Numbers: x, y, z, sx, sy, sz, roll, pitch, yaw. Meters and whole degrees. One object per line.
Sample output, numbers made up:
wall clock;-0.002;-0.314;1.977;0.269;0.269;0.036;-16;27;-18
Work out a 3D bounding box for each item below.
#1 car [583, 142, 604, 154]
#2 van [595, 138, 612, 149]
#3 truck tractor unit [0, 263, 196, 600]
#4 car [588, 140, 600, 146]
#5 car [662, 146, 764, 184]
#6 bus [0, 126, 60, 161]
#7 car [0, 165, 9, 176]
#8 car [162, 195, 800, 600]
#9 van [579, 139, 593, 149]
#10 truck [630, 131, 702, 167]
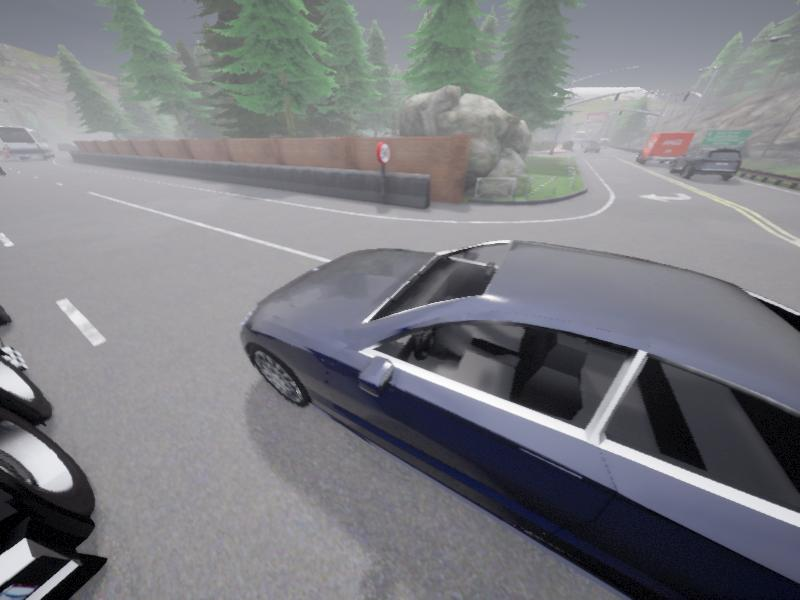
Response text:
car;32.640;-25.806;39.147;2.038;1.542;4.974;18;39;25
van;48.149;-37.163;54.838;2.069;2.038;4.480;18;39;25
truck tractor unit;-5.114;-0.294;0.793;6.516;4.208;3.053;18;39;24
car;59.837;-48.359;71.159;2.033;1.649;4.856;18;39;25
car;18.793;-8.509;14.286;2.033;1.649;4.856;19;39;25
bus;-60.441;-25.308;37.386;10.273;4.253;3.944;28;44;35
car;-36.206;-11.507;19.849;4.718;1.301;1.895;19;39;25
car;0.850;0.406;2.008;5.027;1.651;2.152;18;39;24
van;43.619;-36.669;54.219;1.775;1.987;4.442;18;39;25
truck;24.096;-13.987;21.367;2.627;2.467;5.204;19;39;25
